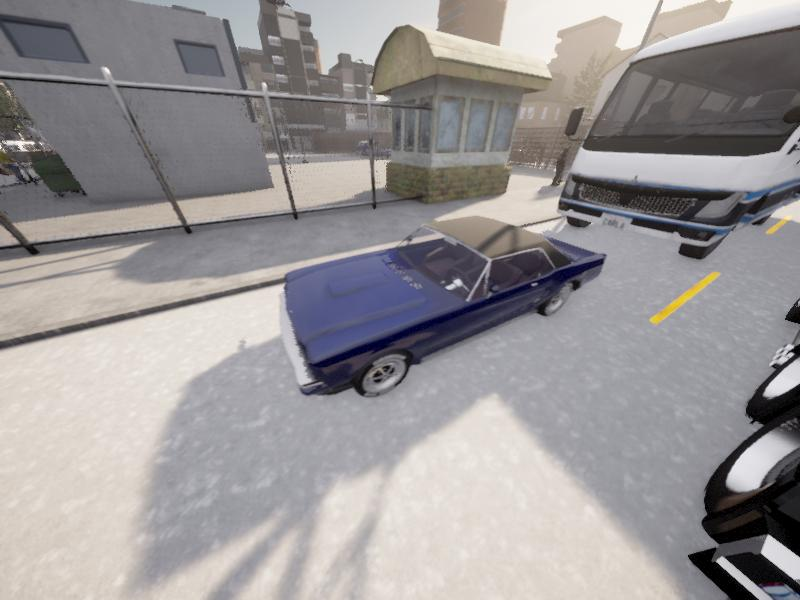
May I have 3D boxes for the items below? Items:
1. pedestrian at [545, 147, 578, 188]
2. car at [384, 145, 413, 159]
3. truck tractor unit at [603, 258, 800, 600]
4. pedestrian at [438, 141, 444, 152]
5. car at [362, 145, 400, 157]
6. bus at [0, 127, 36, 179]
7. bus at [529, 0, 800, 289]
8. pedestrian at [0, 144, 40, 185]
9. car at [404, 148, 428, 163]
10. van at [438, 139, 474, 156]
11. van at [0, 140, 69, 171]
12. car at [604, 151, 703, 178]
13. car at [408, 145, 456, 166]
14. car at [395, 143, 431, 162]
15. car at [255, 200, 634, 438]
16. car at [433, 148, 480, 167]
[{"bbox_3d":[8.664,-7.141,12.483,0.751,1.860,0.751,11,36,15],"label":"pedestrian"},{"bbox_3d":[-0.221,-20.710,32.297,3.633,1.501,1.845,-18,39,-24],"label":"car"},{"bbox_3d":[5.097,-0.315,0.794,6.516,4.208,3.053,-19,39,-25],"label":"truck tractor unit"},{"bbox_3d":[8.822,-32.775,49.304,0.751,1.860,0.751,-24,42,-31],"label":"pedestrian"},{"bbox_3d":[-2.909,-22.870,35.487,5.357,1.415,2.033,-18,39,-24],"label":"car"},{"bbox_3d":[-27.731,-8.665,12.500,3.944,4.253,10.273,-18,39,-25],"label":"bus"},{"bbox_3d":[9.467,-4.317,6.566,10.273,4.253,3.944,-17,38,-24],"label":"bus"},{"bbox_3d":[-21.304,-7.394,12.597,0.751,1.860,0.751,-4,35,-6],"label":"pedestrian"},{"bbox_3d":[1.849,-16.555,26.411,2.207,1.379,1.481,-18,39,-24],"label":"car"},{"bbox_3d":[9.789,-27.232,41.090,2.351,2.431,6.366,-19,39,-25],"label":"van"},{"bbox_3d":[-32.583,-12.793,20.329,2.069,2.038,4.480,-18,39,-25],"label":"van"},{"bbox_3d":[20.571,-11.297,19.082,2.128,1.511,4.902,-17,38,-23],"label":"car"},{"bbox_3d":[3.440,-15.753,25.089,4.611,1.667,2.242,-18,39,-24],"label":"car"},{"bbox_3d":[1.523,-18.044,28.182,3.866,1.878,1.905,-18,39,-24],"label":"car"},{"bbox_3d":[0.775,-0.361,3.393,4.718,1.301,1.895,-17,38,-23],"label":"car"},{"bbox_3d":[5.657,-14.327,23.178,4.193,1.474,1.816,-18,39,-24],"label":"car"}]
